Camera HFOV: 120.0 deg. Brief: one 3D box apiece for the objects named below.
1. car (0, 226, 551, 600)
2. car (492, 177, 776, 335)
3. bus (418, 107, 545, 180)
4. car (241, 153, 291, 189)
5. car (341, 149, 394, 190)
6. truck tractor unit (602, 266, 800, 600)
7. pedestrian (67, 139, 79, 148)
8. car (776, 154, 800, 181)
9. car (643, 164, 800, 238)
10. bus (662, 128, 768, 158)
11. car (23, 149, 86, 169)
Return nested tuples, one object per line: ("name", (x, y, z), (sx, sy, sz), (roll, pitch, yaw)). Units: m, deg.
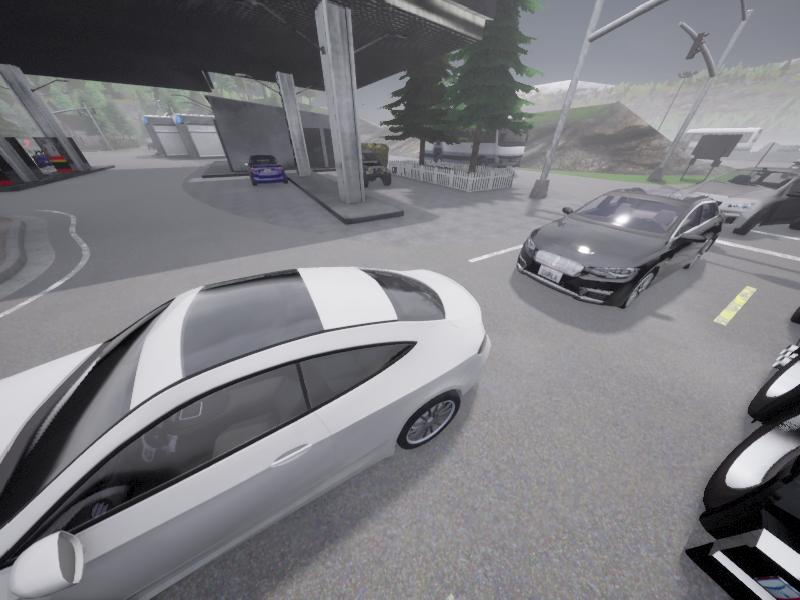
("car", (-1.278, 0.678, 1.915), (4.674, 1.442, 1.812), (-18, 38, -25))
("car", (4.568, -1.333, 4.623), (4.902, 1.511, 2.128), (-18, 39, -24))
("bus", (6.234, -13.980, 20.727), (3.944, 4.253, 10.273), (-18, 39, -24))
("car", (-9.247, -8.986, 15.820), (2.242, 1.667, 4.611), (-18, 39, -25))
("car", (-2.172, -8.580, 14.997), (1.905, 1.878, 3.866), (-18, 39, -25))
("truck tractor unit", (5.112, -0.300, 0.778), (6.516, 4.208, 3.053), (-18, 39, -24))
("pedestrian", (-86.057, -41.102, 60.762), (0.751, 1.860, 0.751), (8, 36, 11))
("car", (30.434, -9.772, 16.912), (4.974, 1.542, 2.038), (-18, 39, -24))
("car", (11.303, -3.332, 7.489), (4.611, 1.667, 2.242), (-7, 35, -13))
("bus", (57.527, -29.117, 42.839), (3.944, 4.253, 10.273), (-18, 39, -24))
("car", (-34.208, -14.141, 23.088), (1.816, 1.474, 4.193), (-18, 39, -24))
